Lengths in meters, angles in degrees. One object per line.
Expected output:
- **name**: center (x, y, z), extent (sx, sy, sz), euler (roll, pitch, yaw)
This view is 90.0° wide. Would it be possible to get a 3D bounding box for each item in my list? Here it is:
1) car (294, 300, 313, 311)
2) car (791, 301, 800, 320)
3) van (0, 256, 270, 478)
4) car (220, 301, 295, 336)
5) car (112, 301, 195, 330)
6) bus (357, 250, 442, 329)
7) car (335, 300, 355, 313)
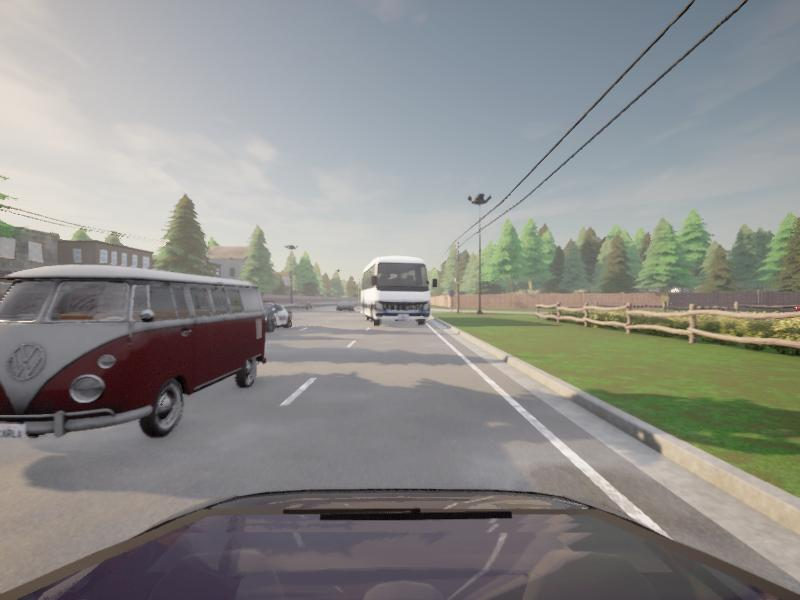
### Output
- **car**: center (-13.996, 0.794, 58.303), extent (1.789, 1.549, 3.705), euler (0, 0, 0)
- **car**: center (34.851, 0.816, 31.813), extent (4.974, 1.542, 2.038), euler (0, 0, 24)
- **van**: center (-3.499, 0.595, 5.801), extent (1.775, 1.987, 4.442), euler (0, 0, 0)
- **car**: center (-6.998, 0.821, 20.313), extent (2.038, 1.542, 4.974), euler (0, 0, 0)
- **car**: center (-13.998, 0.819, 23.071), extent (2.007, 1.525, 4.514), euler (0, 0, 0)
- **bus**: center (-0.530, -0.543, 27.047), extent (3.944, 4.253, 10.273), euler (1, 0, -10)
- **car**: center (-6.995, 0.803, 51.379), extent (1.882, 1.535, 5.008), euler (0, 0, 0)
